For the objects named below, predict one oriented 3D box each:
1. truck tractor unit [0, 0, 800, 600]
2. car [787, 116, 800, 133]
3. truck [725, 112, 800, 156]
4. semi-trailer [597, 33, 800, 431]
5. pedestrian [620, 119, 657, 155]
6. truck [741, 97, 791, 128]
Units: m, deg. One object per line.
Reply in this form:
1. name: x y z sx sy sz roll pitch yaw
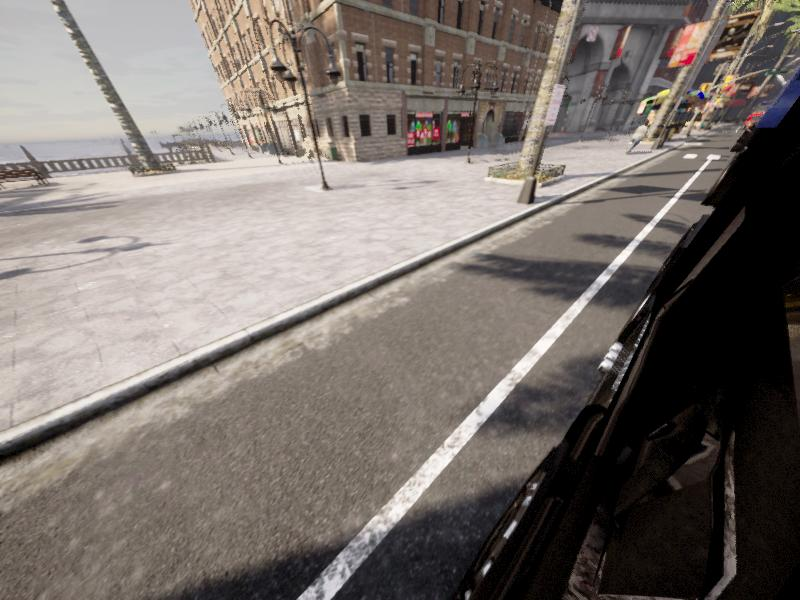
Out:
1. truck tractor unit: 2.645 -0.295 0.351 6.516 4.208 3.053 -28 44 -30
2. car: 48.991 -21.133 27.756 5.366 1.575 1.801 -28 44 -30
3. truck: 24.860 -11.032 15.209 6.274 2.098 2.390 -22 41 -24
4. semi-trailer: 8.746 -3.558 4.199 14.254 4.402 2.717 -27 43 -29
5. pedestrian: 15.545 -10.627 15.122 0.751 1.860 0.751 -8 37 -7
6. truck: 63.230 -32.314 40.026 8.468 3.827 2.891 -27 43 -29
